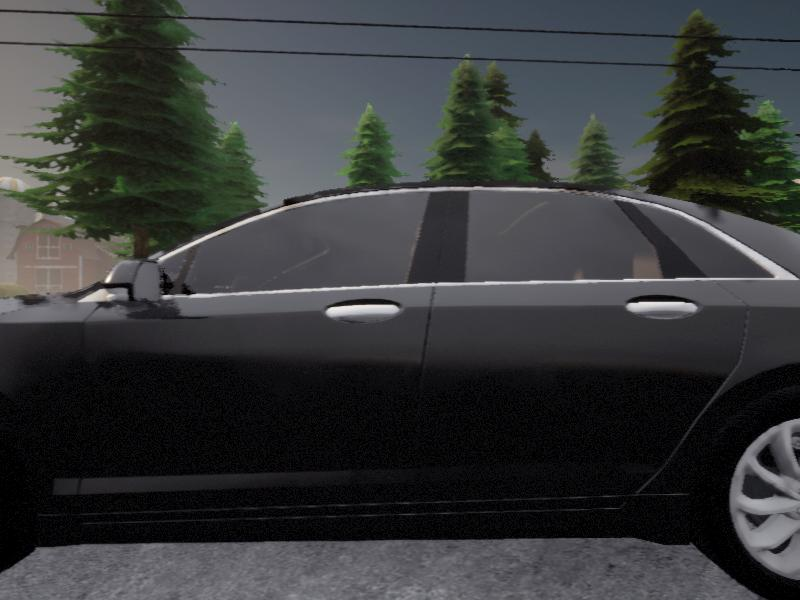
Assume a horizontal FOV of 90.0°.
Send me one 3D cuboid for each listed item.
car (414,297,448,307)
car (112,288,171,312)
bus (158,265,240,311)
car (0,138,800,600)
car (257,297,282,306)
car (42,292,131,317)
[{"bbox_3d":[4.751,0.235,62.238,5.008,1.535,1.882,0,0,-4],"label":"car"},{"bbox_3d":[-23.980,-0.019,37.395,2.150,2.045,5.566,0,0,-3],"label":"car"},{"bbox_3d":[-20.849,-1.119,42.569,3.944,4.253,10.273,0,0,-3],"label":"bus"},{"bbox_3d":[-0.070,0.244,2.168,4.892,1.490,1.837,0,0,0],"label":"car"},{"bbox_3d":[-22.288,0.266,68.297,2.163,1.488,4.792,0,0,8],"label":"car"},{"bbox_3d":[-19.914,0.267,25.775,2.163,1.488,4.792,0,0,-3],"label":"car"}]
